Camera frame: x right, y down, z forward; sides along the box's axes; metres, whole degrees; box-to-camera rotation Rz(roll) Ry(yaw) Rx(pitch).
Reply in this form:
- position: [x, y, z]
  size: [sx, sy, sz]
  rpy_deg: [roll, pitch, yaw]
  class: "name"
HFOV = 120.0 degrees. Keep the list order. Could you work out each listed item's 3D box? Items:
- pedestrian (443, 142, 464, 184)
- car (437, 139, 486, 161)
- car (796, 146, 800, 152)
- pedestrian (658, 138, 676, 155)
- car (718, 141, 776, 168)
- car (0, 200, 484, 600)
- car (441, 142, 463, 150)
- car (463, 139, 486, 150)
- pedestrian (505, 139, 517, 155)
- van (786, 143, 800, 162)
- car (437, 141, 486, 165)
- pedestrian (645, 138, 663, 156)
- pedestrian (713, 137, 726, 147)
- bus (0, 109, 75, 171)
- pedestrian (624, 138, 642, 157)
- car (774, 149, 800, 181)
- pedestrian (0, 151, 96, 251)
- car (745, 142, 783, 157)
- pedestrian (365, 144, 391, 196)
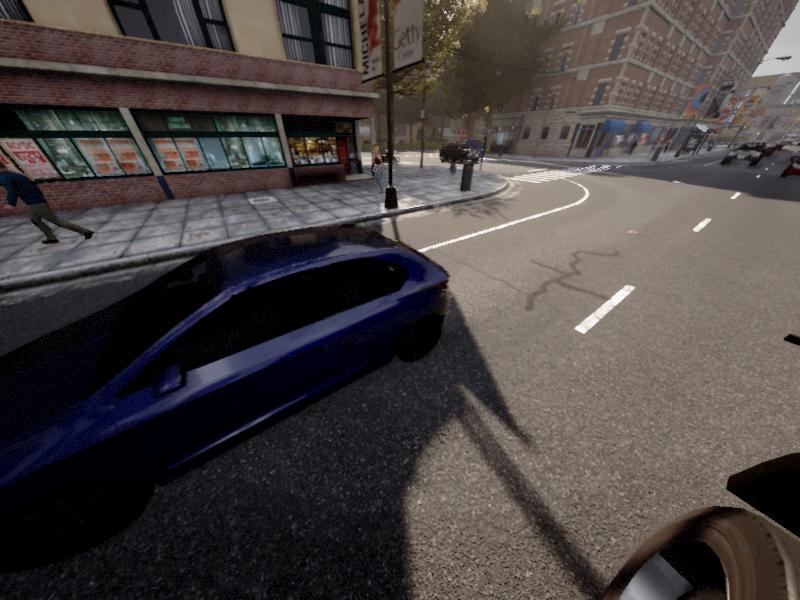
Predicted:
- position: [2.835, -7.302, 12.325]
  size: [0.751, 1.860, 0.751]
  rpy_deg: [12, 37, 17]
  class: "pedestrian"
- position: [7.222, -18.189, 27.879]
  size: [2.150, 2.045, 5.566]
  rpy_deg: [-23, 41, -28]
  class: "car"
- position: [66.891, -25.058, 37.699]
  size: [4.674, 1.442, 1.812]
  rpy_deg: [-22, 41, -28]
  class: "car"
- position: [35.215, -20.269, 30.477]
  size: [0.751, 1.860, 0.751]
  rpy_deg: [-23, 41, -29]
  class: "pedestrian"
- position: [30.885, -13.049, 20.560]
  size: [4.605, 1.855, 1.932]
  rpy_deg: [-22, 40, -28]
  class: "car"
- position: [-1.400, 0.206, 2.348]
  size: [4.193, 1.474, 1.816]
  rpy_deg: [-22, 41, -28]
  class: "car"
- position: [11.537, -34.178, 51.163]
  size: [4.718, 1.301, 1.895]
  rpy_deg: [-22, 41, -28]
  class: "car"
- position: [16.180, -33.802, 50.182]
  size: [4.553, 1.767, 2.097]
  rpy_deg: [-22, 41, -28]
  class: "car"
- position: [14.816, -20.500, 30.956]
  size: [0.751, 1.860, 0.751]
  rpy_deg: [-27, 43, -32]
  class: "pedestrian"
- position: [44.508, -16.372, 24.693]
  size: [6.366, 2.431, 2.351]
  rpy_deg: [-22, 41, -28]
  class: "van"
- position: [6.242, -15.455, 24.154]
  size: [1.932, 1.855, 4.605]
  rpy_deg: [-23, 41, -29]
  class: "car"
- position: [32.181, -19.392, 29.255]
  size: [0.751, 1.860, 0.751]
  rpy_deg: [-25, 42, -31]
  class: "pedestrian"
- position: [72.609, -36.007, 52.522]
  size: [0.751, 1.860, 0.751]
  rpy_deg: [16, 38, 21]
  class: "pedestrian"
- position: [-37.064, -13.202, 19.224]
  size: [10.273, 4.253, 3.944]
  rpy_deg: [-22, 41, -28]
  class: "bus"
- position: [27.870, -18.240, 27.654]
  size: [0.751, 1.860, 0.751]
  rpy_deg: [-24, 41, -29]
  class: "pedestrian"
- position: [26.244, -8.556, 14.565]
  size: [4.792, 1.488, 2.163]
  rpy_deg: [-22, 41, -28]
  class: "car"
- position: [-8.158, -2.184, 5.147]
  size: [0.751, 1.860, 0.751]
  rpy_deg: [-20, 40, -25]
  class: "pedestrian"
- position: [47.321, -19.607, 30.035]
  size: [5.008, 1.535, 1.882]
  rpy_deg: [-22, 41, -28]
  class: "car"
- position: [-0.909, -5.533, 9.844]
  size: [0.751, 1.860, 0.751]
  rpy_deg: [-16, 38, -21]
  class: "pedestrian"
